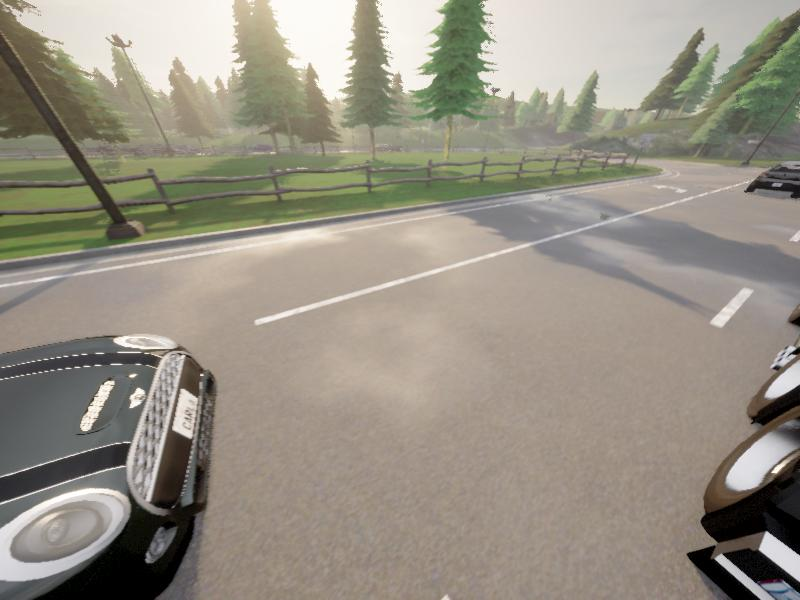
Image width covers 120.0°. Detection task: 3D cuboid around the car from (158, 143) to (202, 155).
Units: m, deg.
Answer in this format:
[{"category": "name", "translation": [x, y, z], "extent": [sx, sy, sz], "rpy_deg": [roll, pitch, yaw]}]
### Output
[{"category": "car", "translation": [-37.200, -25.672, 39.240], "extent": [4.974, 1.542, 2.038], "rpy_deg": [-18, 39, -24]}]

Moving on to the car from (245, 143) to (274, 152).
[{"category": "car", "translation": [-29.975, -32.604, 49.285], "extent": [5.008, 1.535, 1.882], "rpy_deg": [-18, 39, -24]}]

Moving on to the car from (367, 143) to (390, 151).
[{"category": "car", "translation": [-5.304, -38.106, 57.437], "extent": [5.366, 1.575, 1.801], "rpy_deg": [-13, 37, -18]}]

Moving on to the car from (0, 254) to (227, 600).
[{"category": "car", "translation": [-3.262, 1.241, 0.905], "extent": [3.806, 1.475, 1.970], "rpy_deg": [-18, 39, -24]}]

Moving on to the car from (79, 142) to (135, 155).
[{"category": "car", "translation": [-47.478, -24.709, 37.649], "extent": [5.238, 1.638, 1.930], "rpy_deg": [-18, 39, -25]}]

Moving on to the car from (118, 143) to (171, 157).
[{"category": "car", "translation": [-38.700, -22.927, 35.188], "extent": [4.856, 1.649, 2.033], "rpy_deg": [-18, 39, -24]}]

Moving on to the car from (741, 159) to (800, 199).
[{"category": "car", "translation": [20.928, -6.603, 12.449], "extent": [4.193, 1.474, 1.816], "rpy_deg": [-18, 39, -24]}]

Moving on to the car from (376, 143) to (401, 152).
[{"category": "car", "translation": [-2.584, -34.492, 52.214], "extent": [5.027, 1.651, 2.152], "rpy_deg": [-16, 38, -22]}]

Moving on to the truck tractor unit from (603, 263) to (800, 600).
[{"category": "truck tractor unit", "translation": [5.111, -0.297, 0.796], "extent": [6.516, 4.208, 3.053], "rpy_deg": [-18, 39, -24]}]
